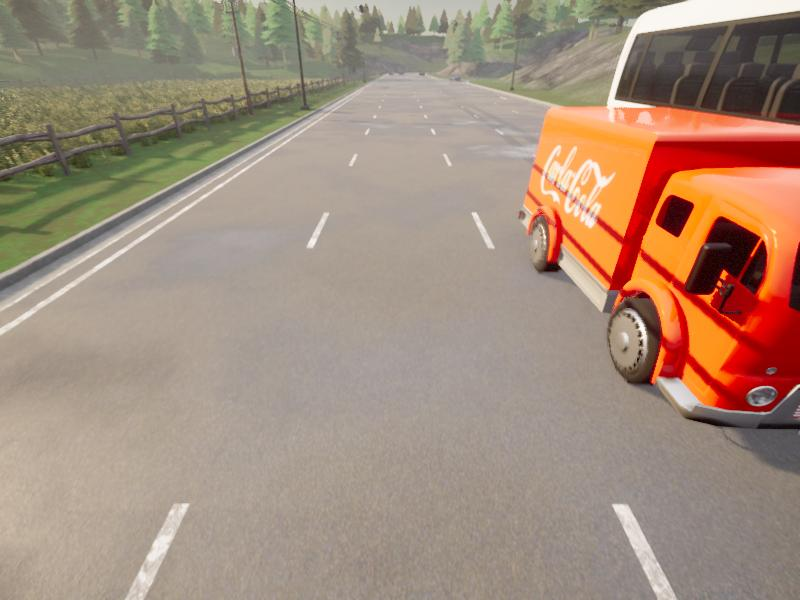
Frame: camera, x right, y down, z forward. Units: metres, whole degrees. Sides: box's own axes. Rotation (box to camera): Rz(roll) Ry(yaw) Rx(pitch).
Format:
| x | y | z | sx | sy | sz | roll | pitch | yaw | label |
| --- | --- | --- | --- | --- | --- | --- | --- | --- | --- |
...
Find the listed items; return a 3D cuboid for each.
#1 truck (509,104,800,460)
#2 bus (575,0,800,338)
| x | y | z | sx | sy | sz | roll | pitch | yaw | label |
| --- | --- | --- | --- | --- | --- | --- | --- | --- | --- |
| 3.507 | -0.955 | 5.176 | 2.627 | 2.467 | 5.204 | 0 | 30 | 0 | truck |
| 7.128 | -2.647 | 6.304 | 3.944 | 4.253 | 10.273 | 0 | 30 | 0 | bus |
